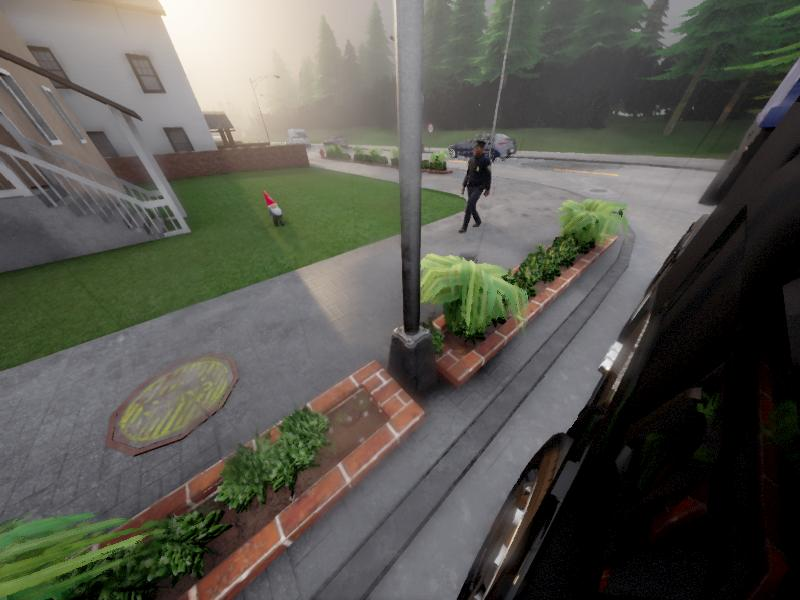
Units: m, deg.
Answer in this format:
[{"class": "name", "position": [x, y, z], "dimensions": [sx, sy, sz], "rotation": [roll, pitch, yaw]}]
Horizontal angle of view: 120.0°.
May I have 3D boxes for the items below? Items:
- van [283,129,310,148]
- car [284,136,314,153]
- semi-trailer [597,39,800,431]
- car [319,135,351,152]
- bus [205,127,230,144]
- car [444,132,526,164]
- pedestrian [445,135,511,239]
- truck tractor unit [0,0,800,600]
[{"class": "van", "position": [-17.983, -28.019, 40.043], "dimensions": [1.988, 2.561, 5.915], "rotation": [-27, 44, -29]}, {"class": "car", "position": [-13.856, -21.314, 31.584], "dimensions": [1.930, 1.638, 5.238], "rotation": [-27, 43, -29]}, {"class": "semi-trailer", "position": [8.717, -3.590, 4.213], "dimensions": [14.254, 4.402, 2.717], "rotation": [-28, 44, -30]}, {"class": "car", "position": [-8.754, -21.125, 31.034], "dimensions": [2.033, 1.649, 4.856], "rotation": [-26, 43, -28]}, {"class": "bus", "position": [-59.985, -54.004, 75.888], "dimensions": [3.944, 4.253, 10.273], "rotation": [-28, 44, -30]}, {"class": "car", "position": [5.922, -11.178, 16.851], "dimensions": [2.152, 1.651, 5.027], "rotation": [-27, 43, -29]}, {"class": "pedestrian", "position": [1.598, -2.418, 5.002], "dimensions": [0.751, 1.860, 0.751], "rotation": [-22, 41, -24]}, {"class": "truck tractor unit", "position": [2.645, -0.295, 0.351], "dimensions": [6.516, 4.208, 3.053], "rotation": [-28, 44, -30]}]
